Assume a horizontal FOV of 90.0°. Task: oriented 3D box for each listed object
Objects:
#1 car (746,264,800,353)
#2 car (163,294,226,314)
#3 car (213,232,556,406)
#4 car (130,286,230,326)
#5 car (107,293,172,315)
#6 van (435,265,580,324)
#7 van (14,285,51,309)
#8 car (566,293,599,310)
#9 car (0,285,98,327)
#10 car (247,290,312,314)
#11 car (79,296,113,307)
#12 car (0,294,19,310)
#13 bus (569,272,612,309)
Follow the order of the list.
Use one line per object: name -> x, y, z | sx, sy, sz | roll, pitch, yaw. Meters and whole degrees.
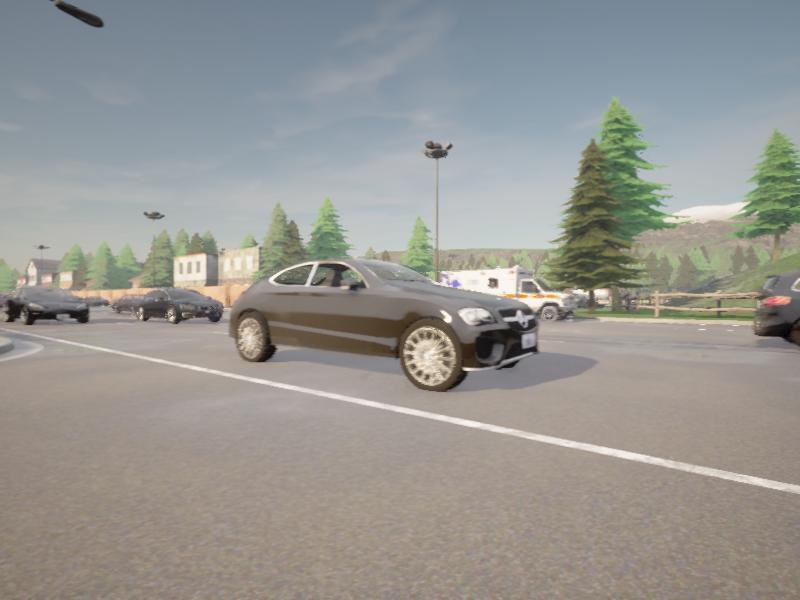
car -> 9.586, 0.165, 7.427 | 4.611, 1.667, 2.242 | 0, 0, 36
car -> -15.624, 0.262, 30.320 | 5.357, 1.411, 2.033 | 0, 0, 36
car -> -0.507, 0.176, 6.164 | 5.027, 1.651, 2.152 | 0, 0, 36
car -> -9.518, 0.227, 17.138 | 4.892, 1.490, 1.837 | 0, 0, 36
car -> -18.182, 0.260, 27.855 | 5.357, 1.411, 2.033 | 0, 0, 36
van -> 5.067, -0.223, 19.441 | 6.366, 2.431, 2.351 | 0, 0, 36
van -> -41.119, -0.349, 44.731 | 5.915, 2.561, 1.988 | 0, 0, 36
car -> 20.082, 0.107, 43.906 | 2.097, 1.767, 4.553 | 0, 0, 42
car -> -14.704, 0.225, 16.607 | 4.792, 1.488, 2.163 | 0, 0, 36
car -> -9.051, 0.148, 29.830 | 5.238, 1.638, 1.930 | 0, 0, 36
car -> -40.000, 0.223, 52.599 | 5.357, 1.411, 2.033 | 0, 0, 36
car -> -38.024, 0.162, 38.111 | 3.633, 1.501, 1.845 | 0, 0, 36
bus -> 24.418, -1.118, 51.916 | 3.944, 4.253, 10.273 | 0, 0, 20
